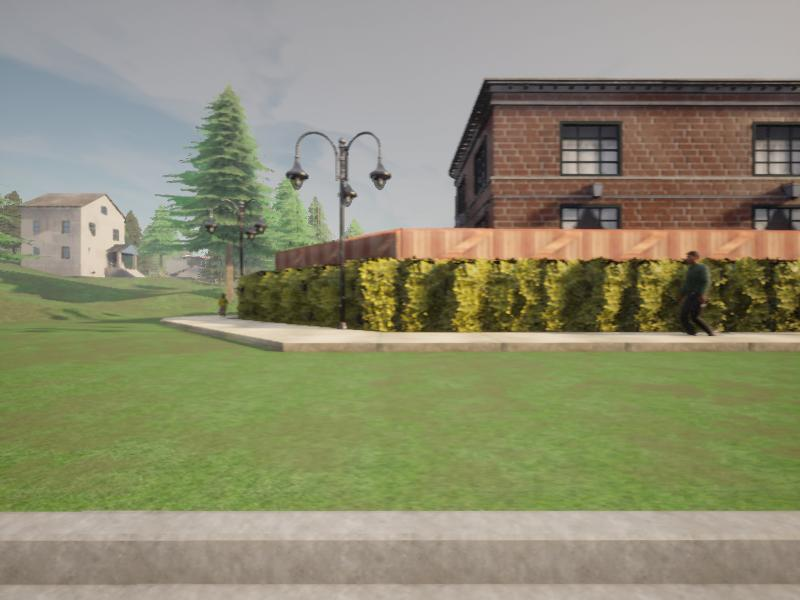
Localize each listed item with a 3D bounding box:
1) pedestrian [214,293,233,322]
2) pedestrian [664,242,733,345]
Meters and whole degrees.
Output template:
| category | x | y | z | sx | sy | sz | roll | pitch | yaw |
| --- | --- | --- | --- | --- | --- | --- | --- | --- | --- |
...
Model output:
| category | x | y | z | sx | sy | sz | roll | pitch | yaw |
| --- | --- | --- | --- | --- | --- | --- | --- | --- | --- |
| pedestrian | -6.805 | 0.268 | 15.418 | 0.500 | 1.100 | 0.500 | 0 | 0 | 0 |
| pedestrian | 5.661 | -0.117 | 7.636 | 0.751 | 1.860 | 0.751 | 0 | 0 | 0 |
